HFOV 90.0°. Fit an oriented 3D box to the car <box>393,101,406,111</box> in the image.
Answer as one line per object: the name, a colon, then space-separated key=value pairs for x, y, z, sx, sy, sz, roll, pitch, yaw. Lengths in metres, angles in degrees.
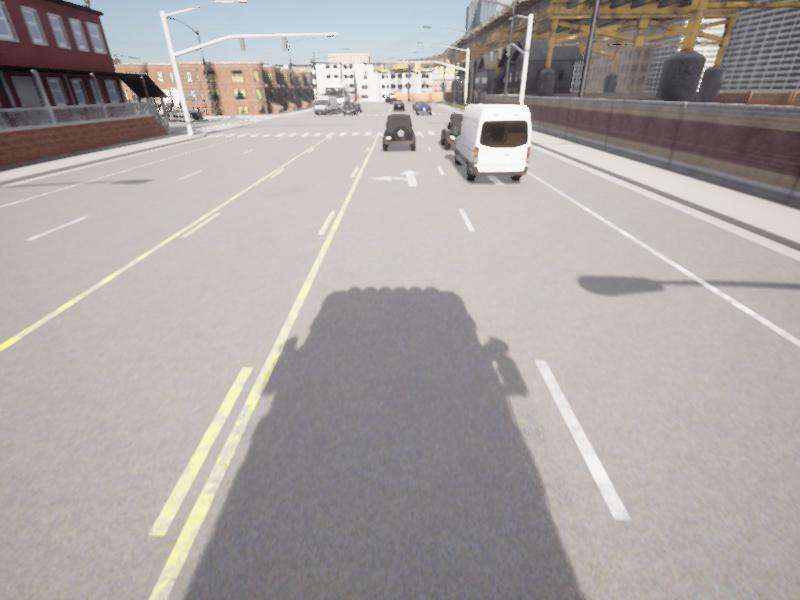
car: x=-0.132 y=-34.009 z=70.035 sx=2.163 sy=1.488 sz=4.792 roll=-1 pitch=28 yaw=0

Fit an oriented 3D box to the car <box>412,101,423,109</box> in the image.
car: x=3.355 y=-37.866 z=77.510 sx=1.895 sy=1.301 sz=4.718 roll=-1 pitch=28 yaw=0

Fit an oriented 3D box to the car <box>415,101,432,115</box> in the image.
car: x=3.385 y=-27.759 z=57.819 sx=2.152 sy=1.651 sz=5.027 roll=-1 pitch=28 yaw=0

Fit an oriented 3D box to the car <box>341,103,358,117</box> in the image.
car: x=-7.110 y=-26.916 z=56.511 sx=1.851 sy=1.617 sz=3.988 roll=-1 pitch=28 yaw=0

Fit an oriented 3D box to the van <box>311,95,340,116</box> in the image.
van: x=-10.703 y=-28.231 z=58.069 sx=1.988 sy=2.561 sz=5.915 roll=5 pitch=28 yaw=9

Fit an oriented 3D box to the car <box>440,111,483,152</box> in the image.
car: x=3.452 y=-9.844 z=23.223 sx=1.905 sy=1.878 sz=3.866 roll=-1 pitch=28 yaw=0

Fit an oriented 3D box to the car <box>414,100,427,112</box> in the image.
car: x=3.373 y=-32.436 z=66.865 sx=1.882 sy=1.535 sz=5.008 roll=-1 pitch=28 yaw=0

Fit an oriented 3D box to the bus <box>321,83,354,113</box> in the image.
bus: x=-10.526 y=-34.751 z=68.727 sx=3.944 sy=4.253 sz=10.273 roll=-1 pitch=28 yaw=0

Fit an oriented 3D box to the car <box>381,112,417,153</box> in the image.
car: x=-0.047 y=-9.751 z=23.139 sx=1.905 sy=1.878 sz=3.866 roll=-1 pitch=28 yaw=0

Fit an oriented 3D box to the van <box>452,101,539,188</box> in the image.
van: x=3.465 y=-6.428 z=15.984 sx=1.988 sy=2.561 sz=5.915 roll=-1 pitch=28 yaw=0

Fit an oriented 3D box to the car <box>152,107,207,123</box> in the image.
car: x=-26.489 y=-22.366 z=48.267 sx=5.238 sy=1.638 sz=1.930 roll=0 pitch=28 yaw=0

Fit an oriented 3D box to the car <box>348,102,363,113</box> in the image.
car: x=-7.120 y=-31.055 z=64.557 sx=1.816 sy=1.474 sz=4.193 roll=-1 pitch=28 yaw=0

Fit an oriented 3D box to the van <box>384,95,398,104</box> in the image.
van: x=-2.452 y=-52.204 z=104.330 sx=2.069 sy=2.038 sz=4.480 roll=-12 pitch=30 yaw=-21
